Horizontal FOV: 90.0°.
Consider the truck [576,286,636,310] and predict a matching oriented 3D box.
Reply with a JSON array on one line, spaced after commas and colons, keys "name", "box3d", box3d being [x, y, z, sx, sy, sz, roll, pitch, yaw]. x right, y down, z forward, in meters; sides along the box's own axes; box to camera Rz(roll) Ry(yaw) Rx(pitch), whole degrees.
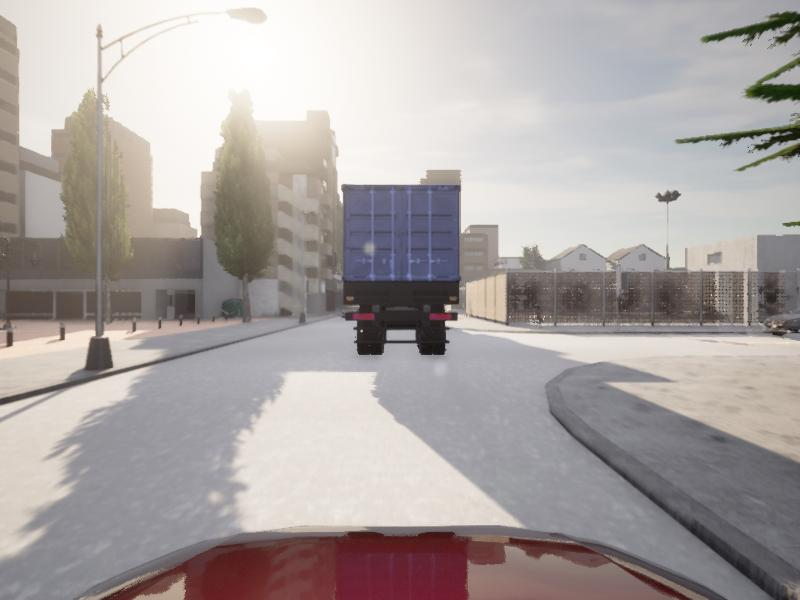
[{"name": "truck", "box3d": [33.910, -0.287, 66.040, 8.468, 3.827, 2.891, 0, 0, 0]}]

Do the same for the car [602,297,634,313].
[{"name": "car", "box3d": [27.753, 0.612, 51.095, 1.905, 1.878, 3.866, 0, 0, 0]}]

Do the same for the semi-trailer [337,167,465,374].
[{"name": "semi-trailer", "box3d": [0.036, -0.609, 15.624, 2.717, 4.402, 14.254, 0, 0, 0]}]

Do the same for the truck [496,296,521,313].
[{"name": "truck", "box3d": [13.998, 0.532, 51.809, 2.069, 2.038, 4.478, 0, 0, 0]}]

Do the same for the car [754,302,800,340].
[{"name": "car", "box3d": [18.157, 0.854, 16.832, 4.892, 1.490, 1.837, 0, 0, 0]}]

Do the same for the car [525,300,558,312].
[{"name": "car", "box3d": [18.184, 0.772, 51.475, 3.705, 1.547, 1.789, 0, 0, 0]}]

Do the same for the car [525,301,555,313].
[{"name": "car", "box3d": [17.958, 0.844, 51.635, 2.033, 1.415, 5.357, 0, 0, 0]}]

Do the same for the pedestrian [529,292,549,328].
[{"name": "pedestrian", "box3d": [7.337, 0.535, 21.141, 0.751, 1.860, 0.751, 0, 0, -1]}]

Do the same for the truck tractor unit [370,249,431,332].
[{"name": "truck tractor unit", "box3d": [0.045, -0.510, 23.538, 3.053, 4.208, 6.516, 0, 0, 0]}]

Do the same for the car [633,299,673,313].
[{"name": "car", "box3d": [32.043, 0.717, 50.832, 2.242, 1.667, 4.611, 0, 0, 0]}]

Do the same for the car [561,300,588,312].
[{"name": "car", "box3d": [22.638, 0.783, 52.036, 1.845, 1.501, 3.633, 0, 0, 0]}]

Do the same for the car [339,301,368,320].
[{"name": "car", "box3d": [-3.961, 0.846, 34.955, 2.007, 1.525, 4.514, 0, 0, 0]}]

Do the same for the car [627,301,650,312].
[{"name": "car", "box3d": [29.912, 0.821, 50.226, 1.481, 1.379, 2.207, 0, 0, 0]}]

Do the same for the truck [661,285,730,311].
[{"name": "truck", "box3d": [45.693, -0.288, 61.936, 8.468, 3.827, 2.891, 0, 0, 1]}]

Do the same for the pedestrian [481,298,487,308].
[{"name": "pedestrian", "box3d": [14.964, 0.561, 71.154, 0.751, 1.860, 0.751, 0, 0, -10]}]
